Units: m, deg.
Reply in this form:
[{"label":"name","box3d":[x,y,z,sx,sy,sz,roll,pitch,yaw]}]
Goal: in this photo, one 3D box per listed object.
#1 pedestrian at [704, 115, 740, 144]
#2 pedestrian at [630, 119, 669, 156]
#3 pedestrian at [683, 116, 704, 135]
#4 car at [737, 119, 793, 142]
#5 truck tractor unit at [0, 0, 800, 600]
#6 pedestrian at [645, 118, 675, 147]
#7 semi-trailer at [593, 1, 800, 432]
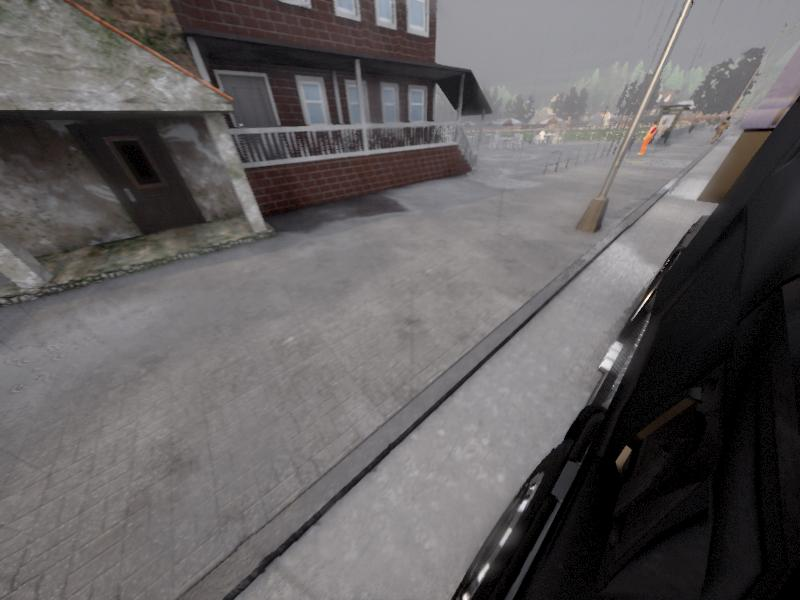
[{"label":"pedestrian","box3d":[26.201,-13.857,18.845,0.751,1.860,0.751,-15,38,-16]},{"label":"pedestrian","box3d":[16.234,-10.589,15.093,0.751,1.860,0.751,-9,37,-8]},{"label":"pedestrian","box3d":[36.069,-21.442,28.409,0.751,1.860,0.751,-28,43,-30]},{"label":"car","box3d":[33.080,-15.460,21.063,4.902,1.511,2.128,-28,44,-30]},{"label":"truck tractor unit","box3d":[2.645,-0.295,0.351,6.516,4.208,3.053,-28,44,-30]},{"label":"pedestrian","box3d":[21.067,-13.532,18.740,0.751,1.860,0.751,-22,41,-24]},{"label":"semi-trailer","box3d":[9.007,-3.366,3.910,14.254,4.402,2.717,-24,41,-26]}]
